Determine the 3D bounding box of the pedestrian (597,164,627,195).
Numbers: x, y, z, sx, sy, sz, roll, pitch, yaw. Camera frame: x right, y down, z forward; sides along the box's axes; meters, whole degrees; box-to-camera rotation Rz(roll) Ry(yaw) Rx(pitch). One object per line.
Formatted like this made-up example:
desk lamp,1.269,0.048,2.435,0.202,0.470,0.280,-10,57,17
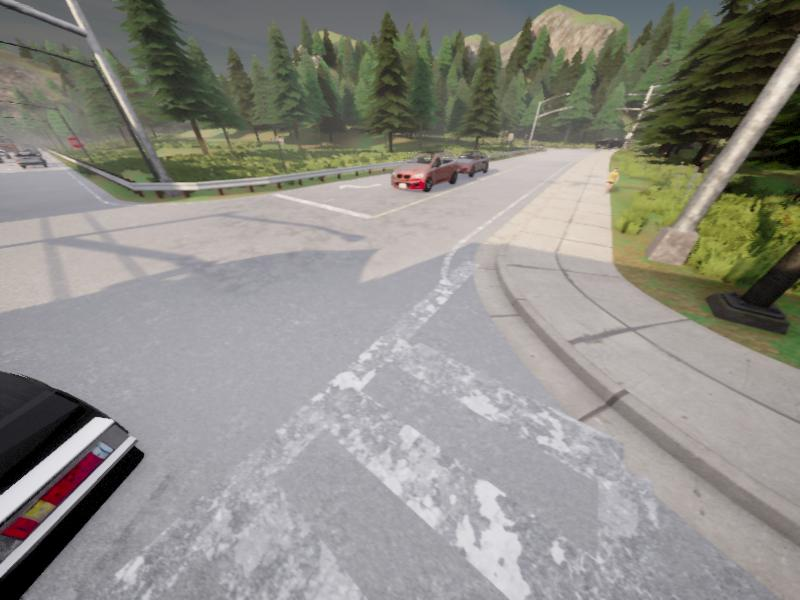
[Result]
pedestrian,9.080,-5.153,9.911,0.500,1.100,0.500,27,44,34

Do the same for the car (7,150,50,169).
car,-40.744,-15.503,25.395,3.988,1.617,1.851,23,41,30

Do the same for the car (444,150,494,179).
car,5.072,-9.965,16.833,1.816,1.474,4.193,22,41,29

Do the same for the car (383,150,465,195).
car,1.464,-7.198,12.764,2.242,1.667,4.611,23,41,29

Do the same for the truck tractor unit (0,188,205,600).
truck tractor unit,-5.363,0.154,0.149,6.516,4.208,3.053,3,35,4
